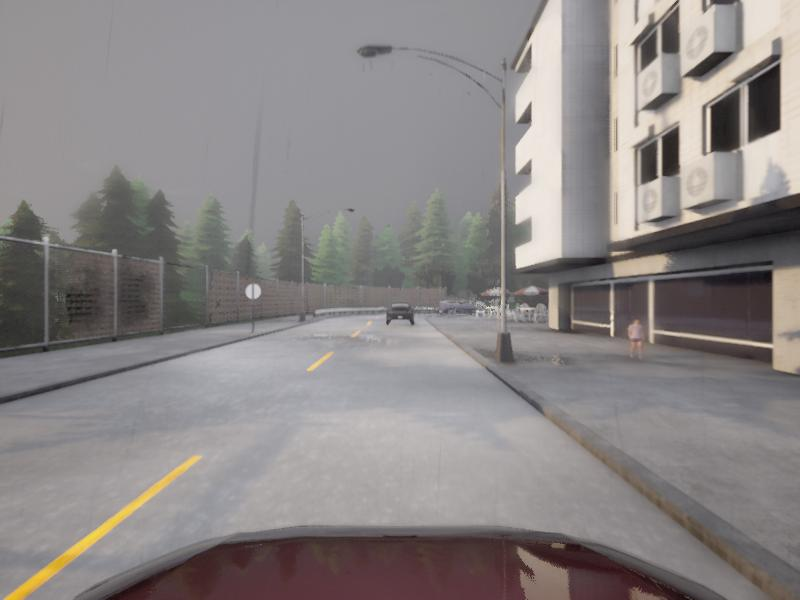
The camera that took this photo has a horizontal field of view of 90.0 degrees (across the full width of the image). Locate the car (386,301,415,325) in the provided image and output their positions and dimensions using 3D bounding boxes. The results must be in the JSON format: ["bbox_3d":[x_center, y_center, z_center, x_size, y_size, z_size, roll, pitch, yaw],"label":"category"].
[{"bbox_3d":[0.005,0.848,27.884,1.837,1.490,4.892,0,0,0],"label":"car"}]

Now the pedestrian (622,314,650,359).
[{"bbox_3d":[6.084,0.931,10.341,0.500,1.100,0.500,0,0,15],"label":"pedestrian"}]

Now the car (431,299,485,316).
[{"bbox_3d":[5.969,0.786,41.063,5.027,1.651,2.152,0,-1,-23],"label":"car"}]

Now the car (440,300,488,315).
[{"bbox_3d":[7.183,0.786,45.168,5.027,1.651,2.152,0,0,-6],"label":"car"}]
